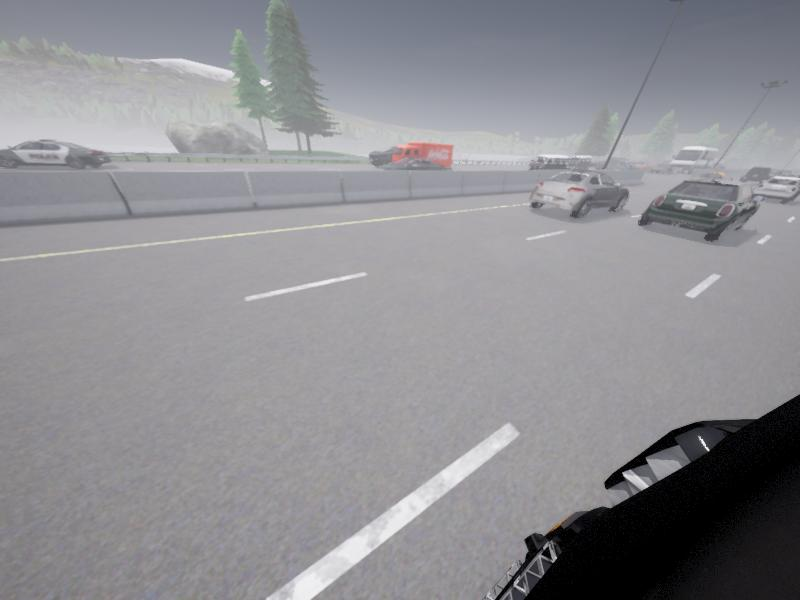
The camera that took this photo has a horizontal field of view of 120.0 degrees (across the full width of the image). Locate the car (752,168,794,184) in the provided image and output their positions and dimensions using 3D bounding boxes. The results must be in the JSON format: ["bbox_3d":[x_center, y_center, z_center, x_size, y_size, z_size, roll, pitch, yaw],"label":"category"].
[{"bbox_3d":[53.793,-17.929,33.326,4.611,1.667,2.242,-16,38,-26],"label":"car"}]

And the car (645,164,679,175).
[{"bbox_3d":[43.337,-21.582,38.203,5.357,1.411,2.033,-16,38,-26],"label":"car"}]

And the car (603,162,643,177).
[{"bbox_3d":[30.754,-18.028,31.822,4.902,1.511,2.128,-16,38,-26],"label":"car"}]

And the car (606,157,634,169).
[{"bbox_3d":[48.181,-29.988,50.528,5.566,2.045,2.150,-16,38,-26],"label":"car"}]

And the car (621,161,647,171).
[{"bbox_3d":[47.754,-27.374,47.125,4.514,1.525,2.007,-16,38,-26],"label":"car"}]

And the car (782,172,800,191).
[{"bbox_3d":[44.040,-12.860,25.067,3.988,1.617,1.851,-16,38,-26],"label":"car"}]

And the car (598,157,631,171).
[{"bbox_3d":[39.859,-25.358,42.972,5.566,2.045,2.150,-16,38,-26],"label":"car"}]

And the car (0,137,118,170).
[{"bbox_3d":[-22.070,-9.164,14.490,4.974,1.542,2.038,-9,36,-18],"label":"car"}]

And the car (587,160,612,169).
[{"bbox_3d":[40.621,-27.523,46.928,4.718,1.301,1.895,-16,38,-26],"label":"car"}]

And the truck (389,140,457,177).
[{"bbox_3d":[1.931,-12.430,20.375,5.204,2.467,2.627,-16,38,-26],"label":"truck"}]

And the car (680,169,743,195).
[{"bbox_3d":[26.268,-10.016,19.468,5.366,1.575,1.801,-16,38,-26],"label":"car"}]

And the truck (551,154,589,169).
[{"bbox_3d":[30.593,-24.977,41.639,6.274,2.098,2.390,-16,38,-26],"label":"truck"}]

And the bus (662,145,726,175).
[{"bbox_3d":[54.768,-25.946,43.022,10.273,4.253,3.944,-16,38,-26],"label":"bus"}]

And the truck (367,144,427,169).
[{"bbox_3d":[-0.324,-16.128,26.045,6.274,2.098,2.390,-16,38,-26],"label":"truck"}]

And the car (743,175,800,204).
[{"bbox_3d":[27.455,-8.059,16.738,3.806,1.475,1.970,-16,38,-26],"label":"car"}]

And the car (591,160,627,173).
[{"bbox_3d":[32.730,-20.854,36.170,4.974,1.542,2.038,-16,38,-26],"label":"car"}]

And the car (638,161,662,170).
[{"bbox_3d":[54.837,-29.435,50.674,5.008,1.535,1.882,-16,38,-26],"label":"car"}]

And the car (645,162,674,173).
[{"bbox_3d":[51.107,-26.034,45.492,5.027,1.651,2.152,-16,38,-26],"label":"car"}]

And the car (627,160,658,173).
[{"bbox_3d":[43.628,-24.080,41.590,4.553,1.767,2.097,-16,38,-26],"label":"car"}]

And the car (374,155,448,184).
[{"bbox_3d":[0.792,-9.450,16.708,4.902,1.511,2.128,-16,38,-26],"label":"car"}]

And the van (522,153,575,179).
[{"bbox_3d":[15.332,-13.830,23.893,4.480,2.038,2.069,-16,38,-26],"label":"van"}]

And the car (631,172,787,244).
[{"bbox_3d":[11.309,-3.570,8.508,4.553,1.767,2.097,-16,38,-26],"label":"car"}]

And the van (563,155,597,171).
[{"bbox_3d":[29.275,-22.333,37.635,4.480,2.038,2.069,-17,39,-26],"label":"van"}]

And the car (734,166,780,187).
[{"bbox_3d":[42.906,-14.902,27.771,3.866,1.878,1.905,-16,38,-26],"label":"car"}]

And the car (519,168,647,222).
[{"bbox_3d":[8.130,-4.842,10.310,5.027,1.651,2.152,-16,38,-26],"label":"car"}]
